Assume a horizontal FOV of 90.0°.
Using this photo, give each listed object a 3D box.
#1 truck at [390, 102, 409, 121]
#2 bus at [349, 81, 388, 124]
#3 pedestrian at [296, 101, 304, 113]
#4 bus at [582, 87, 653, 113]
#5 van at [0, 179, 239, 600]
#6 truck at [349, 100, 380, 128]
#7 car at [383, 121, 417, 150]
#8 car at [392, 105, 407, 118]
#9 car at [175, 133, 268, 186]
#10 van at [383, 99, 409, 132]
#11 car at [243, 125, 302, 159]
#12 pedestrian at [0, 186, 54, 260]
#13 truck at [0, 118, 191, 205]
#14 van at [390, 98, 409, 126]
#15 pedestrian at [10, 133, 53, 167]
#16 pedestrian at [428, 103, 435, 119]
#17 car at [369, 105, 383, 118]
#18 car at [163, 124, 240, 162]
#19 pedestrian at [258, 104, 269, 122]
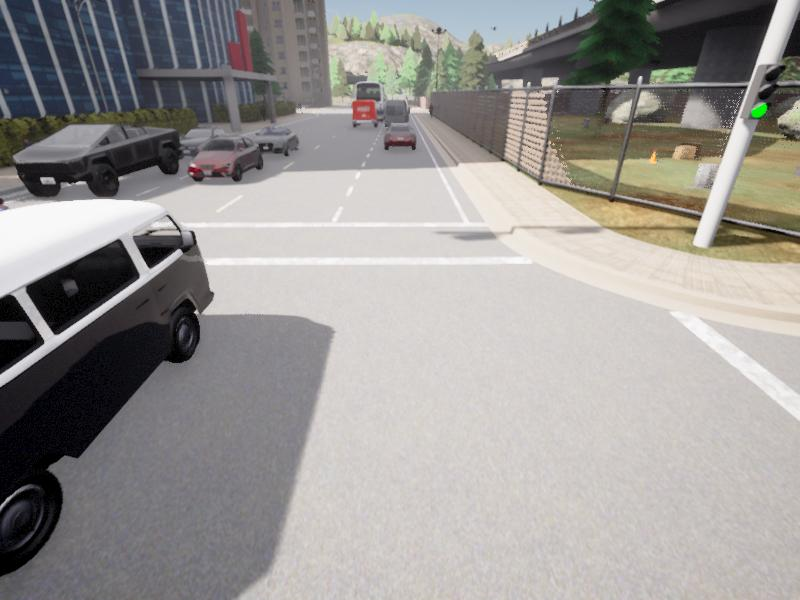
[{"bbox_3d":[-0.024,-24.905,52.678,2.390,2.098,6.274,0,27,0],"label":"truck"},{"bbox_3d":[-3.644,-24.319,49.184,3.944,4.253,10.273,0,27,0],"label":"bus"},{"bbox_3d":[-17.289,-33.375,69.142,0.751,1.860,0.751,18,32,31],"label":"pedestrian"},{"bbox_3d":[40.467,-37.441,74.820,10.273,4.253,3.944,0,27,0],"label":"bus"},{"bbox_3d":[-3.485,0.384,3.649,2.069,2.038,4.480,0,28,0],"label":"van"},{"bbox_3d":[-3.516,-19.142,41.061,2.627,2.467,5.204,0,27,0],"label":"truck"},{"bbox_3d":[0.003,-10.606,25.676,1.994,1.385,4.181,0,27,0],"label":"car"},{"bbox_3d":[-0.028,-28.200,59.727,2.128,1.511,4.902,0,27,0],"label":"car"},{"bbox_3d":[-6.998,-5.829,16.272,1.816,1.474,4.193,0,27,0],"label":"car"},{"bbox_3d":[-0.280,-17.421,37.646,1.988,2.561,5.915,2,27,3],"label":"van"},{"bbox_3d":[-7.012,-8.983,22.521,1.994,1.385,4.181,0,27,-1],"label":"car"},{"bbox_3d":[-7.945,-1.576,8.176,0.751,1.300,0.751,-7,28,-13],"label":"pedestrian"},{"bbox_3d":[-10.499,-5.284,14.530,2.390,2.098,6.274,0,27,0],"label":"truck"},{"bbox_3d":[-0.016,-21.250,45.092,1.988,2.561,5.915,0,27,0],"label":"van"},{"bbox_3d":[-16.114,-6.577,17.530,0.751,1.300,0.751,0,27,0],"label":"pedestrian"},{"bbox_3d":[3.981,-23.795,50.396,0.751,1.860,0.751,7,28,14],"label":"pedestrian"},{"bbox_3d":[-3.528,-28.039,59.338,1.801,1.575,5.366,0,27,0],"label":"car"},{"bbox_3d":[-10.502,-8.588,21.670,1.812,1.442,4.674,0,27,0],"label":"car"},{"bbox_3d":[-15.419,-21.175,45.299,0.751,1.860,0.751,0,27,-1],"label":"pedestrian"}]
